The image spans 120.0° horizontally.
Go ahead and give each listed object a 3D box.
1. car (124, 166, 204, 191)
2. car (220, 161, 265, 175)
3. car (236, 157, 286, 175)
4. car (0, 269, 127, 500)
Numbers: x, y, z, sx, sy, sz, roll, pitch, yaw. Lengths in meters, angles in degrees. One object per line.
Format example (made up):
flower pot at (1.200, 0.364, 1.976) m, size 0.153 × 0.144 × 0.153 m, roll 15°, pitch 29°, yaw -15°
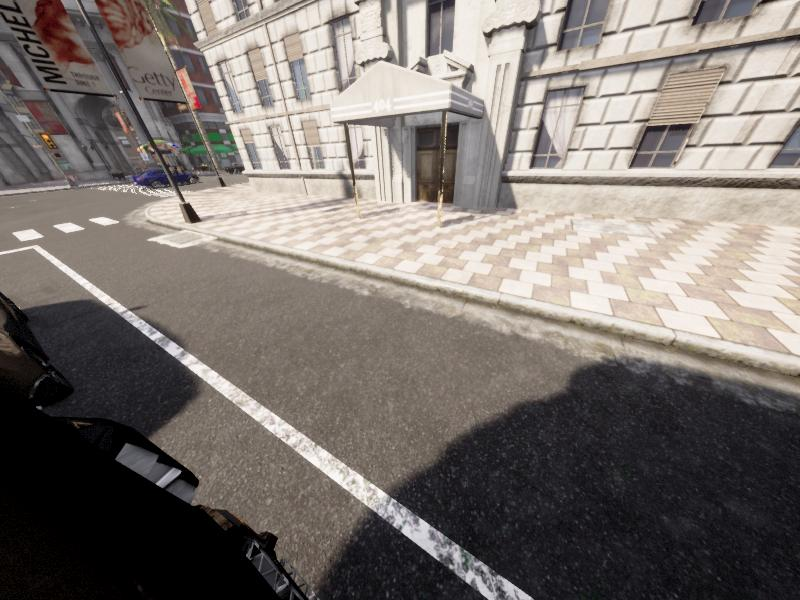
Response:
car at (-21.369, -11.219, 21.185) m, size 1.812 × 1.442 × 4.674 m, roll 16°, pitch 38°, yaw 26°
car at (-21.806, -18.457, 32.251) m, size 1.895 × 1.301 × 4.718 m, roll 16°, pitch 38°, yaw 27°
car at (-18.480, -18.039, 31.053) m, size 1.930 × 1.638 × 5.238 m, roll 16°, pitch 38°, yaw 26°
car at (-5.464, 0.514, 2.228) m, size 4.902 × 1.511 × 2.128 m, roll 15°, pitch 38°, yaw 25°
